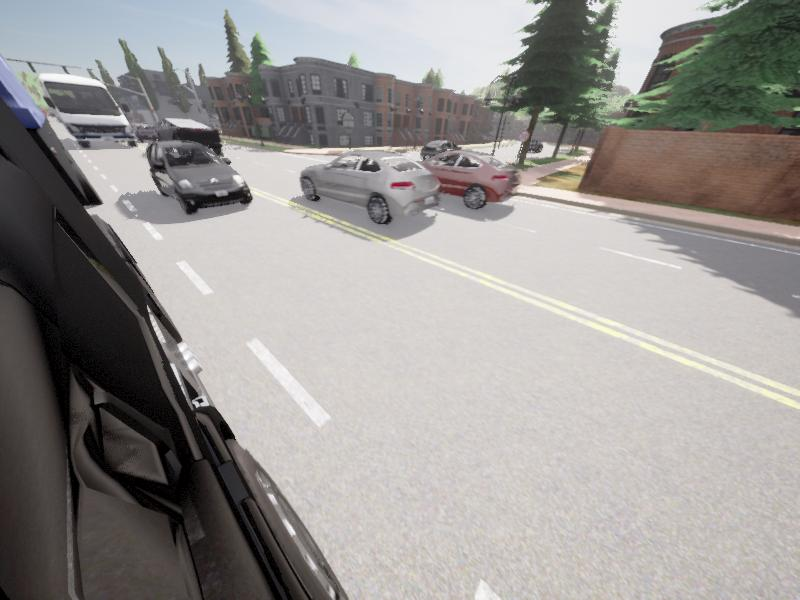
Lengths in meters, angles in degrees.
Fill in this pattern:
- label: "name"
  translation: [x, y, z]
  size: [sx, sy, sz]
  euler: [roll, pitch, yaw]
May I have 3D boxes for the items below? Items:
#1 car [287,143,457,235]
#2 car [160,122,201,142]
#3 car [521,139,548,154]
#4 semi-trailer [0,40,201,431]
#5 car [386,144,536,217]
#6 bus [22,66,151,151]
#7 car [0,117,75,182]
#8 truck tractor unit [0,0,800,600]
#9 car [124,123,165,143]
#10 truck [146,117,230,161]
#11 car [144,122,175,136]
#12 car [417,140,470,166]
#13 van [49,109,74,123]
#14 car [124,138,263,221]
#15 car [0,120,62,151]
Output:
- label: "car"
  translation: [-1.087, -3.842, 7.410]
  size: [5.027, 1.651, 2.152]
  euler: [28, 43, 30]
- label: "car"
  translation: [-25.775, -19.730, 27.071]
  size: [4.856, 1.649, 2.033]
  euler: [28, 43, 30]
- label: "car"
  translation: [20.002, -22.921, 34.392]
  size: [2.033, 1.649, 4.856]
  euler: [27, 43, 29]
- label: "semi-trailer"
  translation: [-8.699, -3.603, 4.228]
  size: [14.254, 4.402, 2.717]
  euler: [28, 43, 30]
- label: "car"
  translation: [2.060, -4.891, 9.032]
  size: [5.027, 1.651, 2.152]
  euler: [28, 44, 30]
- label: "bus"
  translation: [-25.398, -15.251, 18.882]
  size: [10.273, 4.253, 3.944]
  euler: [28, 43, 30]
- label: "car"
  translation: [-16.053, -6.473, 9.713]
  size: [4.605, 1.855, 1.932]
  euler: [28, 44, 30]
- label: "truck tractor unit"
  translation: [-2.645, -0.295, 0.351]
  size: [6.516, 4.208, 3.053]
  euler: [28, 44, 30]
- label: "car"
  translation: [-26.498, -17.326, 23.921]
  size: [4.193, 1.474, 1.816]
  euler: [28, 43, 30]
- label: "truck"
  translation: [-14.951, -11.429, 16.260]
  size: [6.274, 2.098, 2.390]
  euler: [28, 43, 30]
- label: "car"
  translation: [-33.323, -23.691, 32.007]
  size: [4.193, 1.474, 1.816]
  euler: [28, 43, 30]
- label: "car"
  translation: [3.675, -12.205, 19.006]
  size: [1.837, 1.490, 4.892]
  euler: [28, 44, 30]
- label: "van"
  translation: [-81.560, -44.344, 55.671]
  size: [6.366, 2.431, 2.351]
  euler: [28, 43, 30]
- label: "car"
  translation: [-6.422, -3.951, 7.206]
  size: [3.988, 1.617, 1.851]
  euler: [28, 43, 30]
- label: "car"
  translation: [-25.252, -11.233, 15.773]
  size: [3.633, 1.501, 1.845]
  euler: [28, 43, 30]
